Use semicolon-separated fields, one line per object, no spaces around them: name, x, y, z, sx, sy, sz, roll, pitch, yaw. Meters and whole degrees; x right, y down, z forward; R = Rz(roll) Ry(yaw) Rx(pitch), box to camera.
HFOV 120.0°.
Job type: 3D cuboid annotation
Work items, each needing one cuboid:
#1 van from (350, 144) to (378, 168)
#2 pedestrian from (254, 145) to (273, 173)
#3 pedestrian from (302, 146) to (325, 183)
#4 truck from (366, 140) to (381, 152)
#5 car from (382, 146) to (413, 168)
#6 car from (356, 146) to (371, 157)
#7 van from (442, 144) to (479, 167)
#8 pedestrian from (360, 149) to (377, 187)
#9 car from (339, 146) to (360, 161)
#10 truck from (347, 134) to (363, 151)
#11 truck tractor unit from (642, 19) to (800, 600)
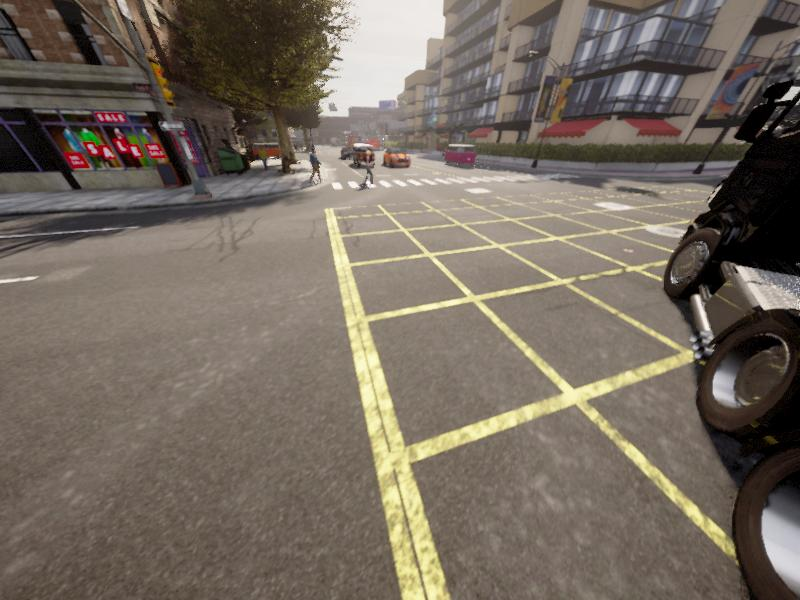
van;-3.936;-15.580;24.859;2.069;2.038;4.480;-10;36;-14
pedestrian;-10.845;-11.252;18.398;0.751;1.860;0.751;-16;38;-22
pedestrian;-5.210;-8.236;14.041;0.751;1.860;0.751;4;35;6
truck;-7.156;-41.471;62.053;2.627;2.467;5.204;-10;36;-14
car;-0.356;-15.633;25.167;2.097;1.767;4.553;-10;36;-14
car;-6.633;-26.863;41.713;1.837;1.490;4.892;-10;36;-14
van;6.646;-16.306;26.002;1.775;1.987;4.442;-10;36;-14
pedestrian;-1.853;-7.820;13.718;0.751;1.860;0.751;-11;36;-16
car;-7.637;-22.109;34.692;2.152;1.651;5.027;-10;36;-14
truck;-13.477;-46.848;68.636;2.891;3.827;8.468;-10;36;-14
truck tractor unit;4.657;-0.604;1.222;3.053;4.208;6.516;25;42;31
